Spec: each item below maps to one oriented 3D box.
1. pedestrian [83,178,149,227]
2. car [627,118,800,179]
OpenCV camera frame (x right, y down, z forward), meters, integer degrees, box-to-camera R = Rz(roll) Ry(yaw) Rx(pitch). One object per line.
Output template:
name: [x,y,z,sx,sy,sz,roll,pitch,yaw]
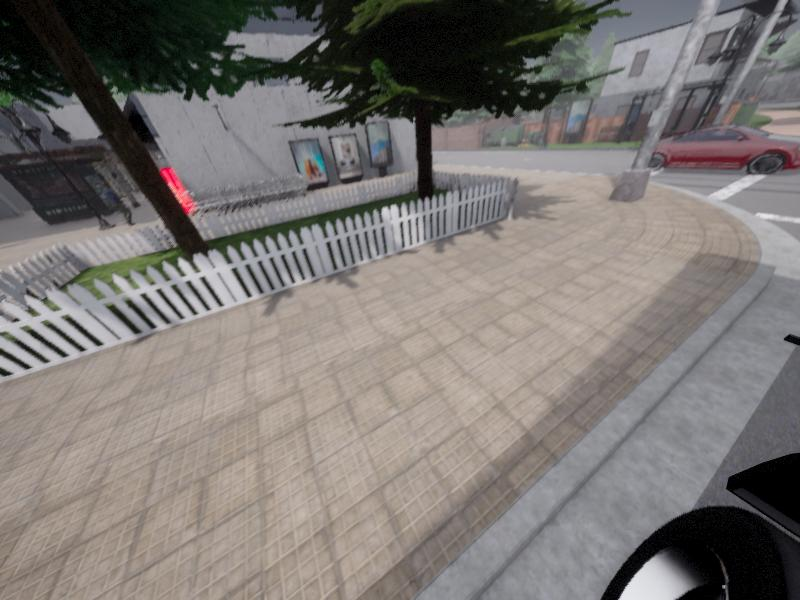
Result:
pedestrian: [-12.585,-4.317,10.321,0.751,1.860,0.751,2,37,13]
car: [11.571,-5.479,8.358,1.994,1.385,4.181,-26,39,-24]
